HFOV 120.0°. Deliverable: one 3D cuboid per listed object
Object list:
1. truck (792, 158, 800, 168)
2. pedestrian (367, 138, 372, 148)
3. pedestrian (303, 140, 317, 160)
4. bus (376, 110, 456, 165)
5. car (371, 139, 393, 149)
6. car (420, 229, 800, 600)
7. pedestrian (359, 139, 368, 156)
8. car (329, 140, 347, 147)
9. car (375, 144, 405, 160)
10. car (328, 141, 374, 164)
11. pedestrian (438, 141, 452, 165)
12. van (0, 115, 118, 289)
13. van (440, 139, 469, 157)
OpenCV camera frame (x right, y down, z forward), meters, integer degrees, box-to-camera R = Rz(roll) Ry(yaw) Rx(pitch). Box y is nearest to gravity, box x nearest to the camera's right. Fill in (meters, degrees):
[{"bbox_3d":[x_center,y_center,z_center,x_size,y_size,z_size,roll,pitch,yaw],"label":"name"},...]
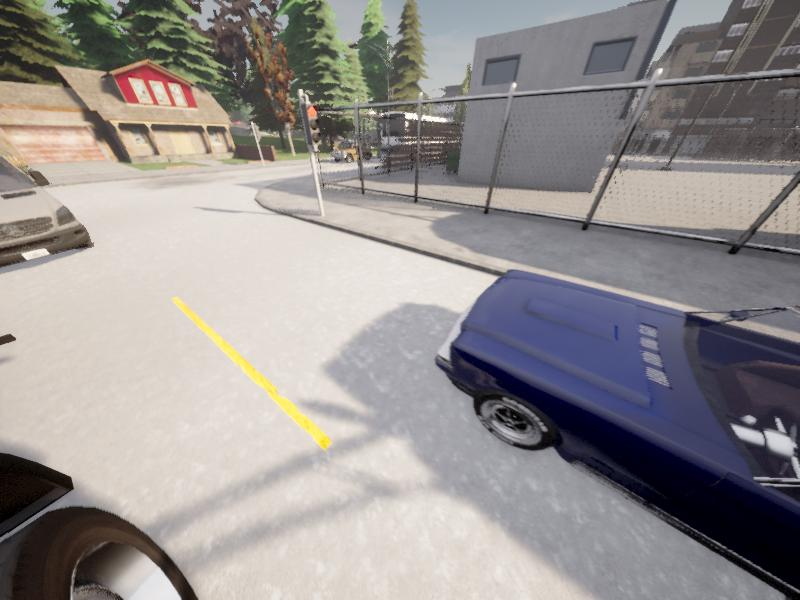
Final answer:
[{"bbox_3d":[39.215,-12.474,20.051,4.478,2.038,2.069,23,41,28],"label":"truck"},{"bbox_3d":[-7.332,-38.098,56.048,0.751,1.860,0.751,19,39,25],"label":"pedestrian"},{"bbox_3d":[-10.022,-16.747,25.741,0.751,1.860,0.751,23,41,28],"label":"pedestrian"},{"bbox_3d":[2.157,-18.399,26.336,3.944,4.253,10.273,22,41,28],"label":"bus"},{"bbox_3d":[-4.612,-40.263,59.592,5.566,2.045,2.150,23,41,28],"label":"car"},{"bbox_3d":[2.673,0.876,1.565,4.718,1.301,1.895,24,41,29],"label":"car"},{"bbox_3d":[-4.929,-20.781,31.505,0.751,1.860,0.751,25,42,30],"label":"pedestrian"},{"bbox_3d":[-18.215,-45.760,67.619,5.238,1.638,1.930,23,41,28],"label":"car"},{"bbox_3d":[-1.212,-18.464,28.740,1.789,1.549,3.705,23,41,28],"label":"car"},{"bbox_3d":[-5.004,-15.665,24.456,1.932,1.855,4.605,22,40,27],"label":"car"},{"bbox_3d":[4.239,-13.985,21.944,0.751,1.860,0.751,-26,43,-32],"label":"pedestrian"},{"bbox_3d":[-9.781,-2.317,4.902,5.915,2.561,1.988,15,38,18],"label":"van"},{"bbox_3d":[7.877,-21.924,33.301,2.069,2.038,4.480,22,41,28],"label":"van"}]
